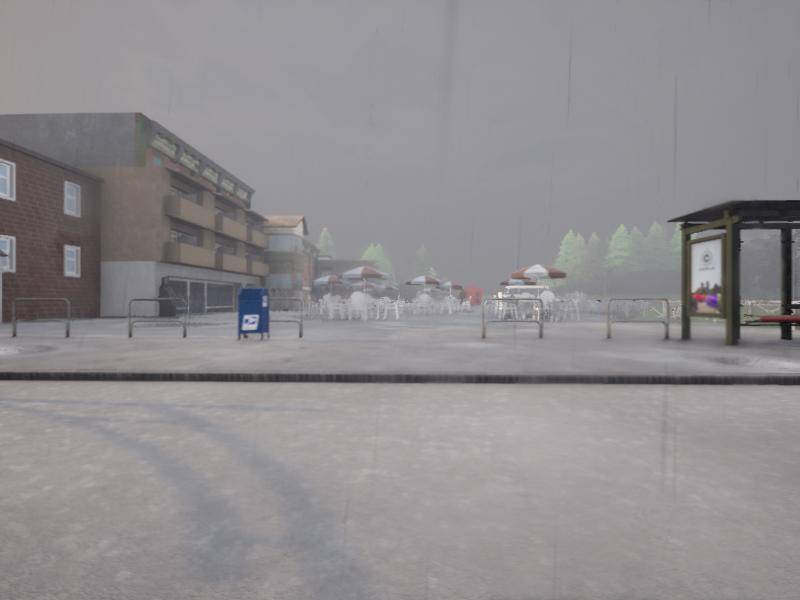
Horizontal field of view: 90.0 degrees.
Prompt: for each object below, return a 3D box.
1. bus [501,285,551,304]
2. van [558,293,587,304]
[{"bbox_3d":[28.911,-1.142,92.193,10.273,4.253,3.944,0,0,2],"label":"bus"},{"bbox_3d":[39.677,-0.305,91.999,5.915,2.561,1.988,0,0,2],"label":"van"}]
